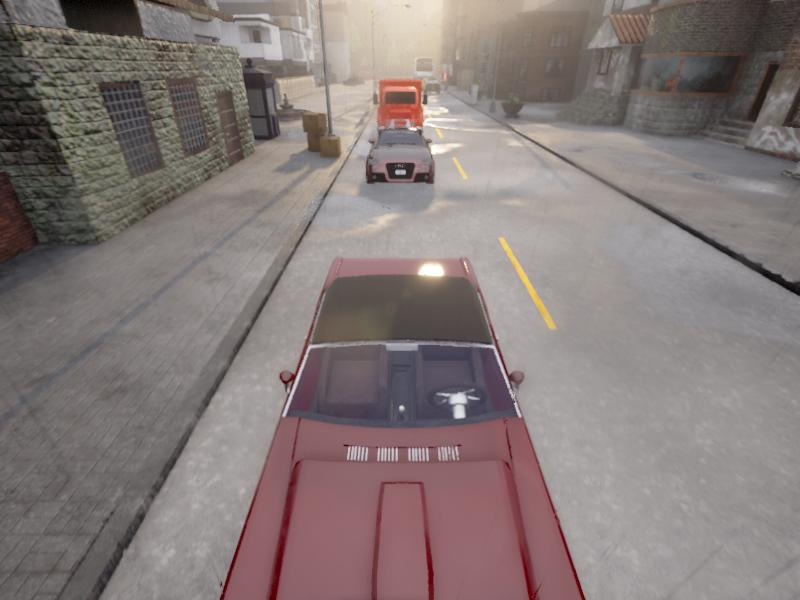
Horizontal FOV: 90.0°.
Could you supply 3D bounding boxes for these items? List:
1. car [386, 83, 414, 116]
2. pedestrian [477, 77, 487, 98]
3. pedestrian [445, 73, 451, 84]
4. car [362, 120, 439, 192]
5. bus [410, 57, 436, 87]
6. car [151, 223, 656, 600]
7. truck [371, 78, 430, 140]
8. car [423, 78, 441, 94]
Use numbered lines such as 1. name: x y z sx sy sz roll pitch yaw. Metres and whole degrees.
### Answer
1. car: 0.015 -14.557 28.992 1.905 1.878 3.866 0 30 0
2. pedestrian: 8.659 -22.407 42.184 0.751 1.860 0.751 0 30 0
3. pedestrian: 8.717 -39.938 72.134 0.751 1.860 0.751 -5 31 -8
4. car: 0.013 -4.675 12.626 1.994 1.385 4.181 0 30 0
5. bus: 3.913 -40.408 70.820 3.944 4.253 10.273 0 30 0
6. car: 0.014 0.764 3.405 1.895 1.301 4.718 0 30 0
7. truck: 0.013 -9.945 20.552 2.627 2.467 5.204 0 30 0
8. car: 4.024 -27.338 51.076 1.930 1.638 5.238 0 30 0
